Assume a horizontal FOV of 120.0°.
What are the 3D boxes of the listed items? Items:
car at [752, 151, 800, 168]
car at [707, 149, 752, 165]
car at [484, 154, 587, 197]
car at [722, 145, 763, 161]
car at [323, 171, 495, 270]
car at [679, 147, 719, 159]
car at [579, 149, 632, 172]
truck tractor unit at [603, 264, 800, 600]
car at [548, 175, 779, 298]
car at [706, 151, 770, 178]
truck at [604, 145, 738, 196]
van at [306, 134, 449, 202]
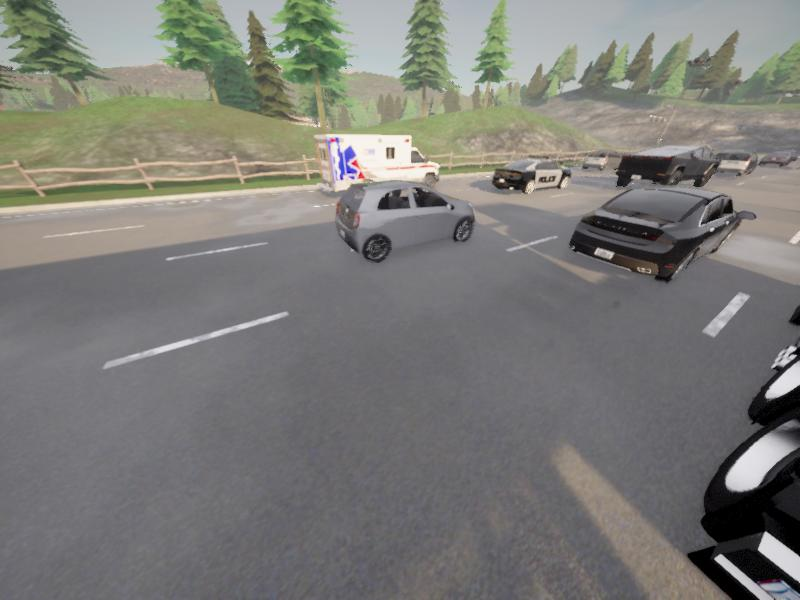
[{"bbox_3d":[42.825,-16.000,26.190,5.357,1.411,2.033,-18,39,-24],"label":"car"},{"bbox_3d":[40.429,-17.587,28.325,5.008,1.535,1.882,-18,39,-24],"label":"car"},{"bbox_3d":[7.345,-6.882,12.537,5.238,1.638,1.930,-18,39,-24],"label":"car"},{"bbox_3d":[51.720,-22.332,35.027,2.097,1.767,4.553,24,41,31],"label":"car"},{"bbox_3d":[0.248,-2.223,5.871,3.633,1.501,1.845,-18,39,-24],"label":"car"},{"bbox_3d":[49.257,-24.399,38.213,2.007,1.525,4.514,14,37,18],"label":"car"},{"bbox_3d":[19.012,-12.963,21.419,3.988,1.617,1.851,-18,39,-24],"label":"car"},{"bbox_3d":[5.107,-0.304,0.796,6.516,4.208,3.053,-18,38,-24],"label":"truck tractor unit"},{"bbox_3d":[6.039,-1.786,5.324,4.892,1.490,1.837,-18,39,-24],"label":"car"},{"bbox_3d":[27.634,-11.151,18.892,3.988,1.617,1.851,-18,39,-24],"label":"car"},{"bbox_3d":[15.318,-7.526,13.134,6.274,2.098,2.390,-15,38,-21],"label":"truck"},{"bbox_3d":[-0.927,-6.822,11.686,6.366,2.431,2.351,-18,39,-24],"label":"van"}]
